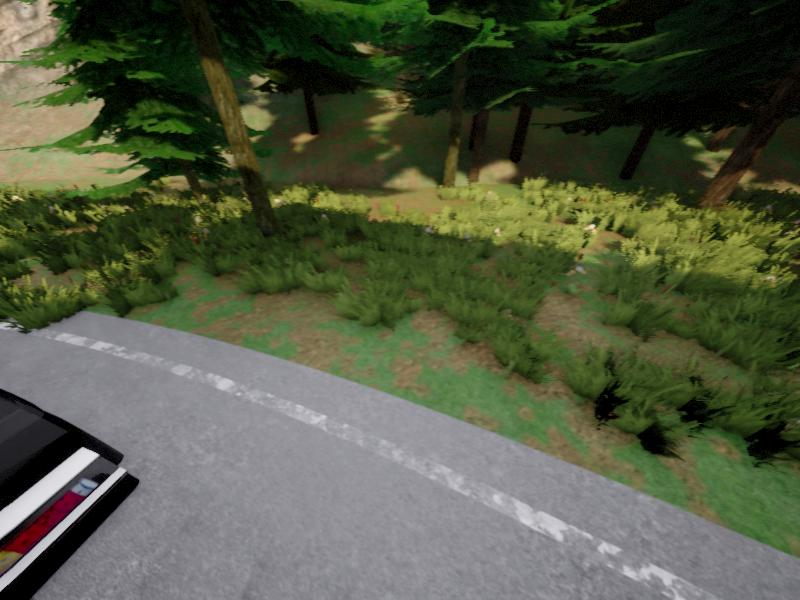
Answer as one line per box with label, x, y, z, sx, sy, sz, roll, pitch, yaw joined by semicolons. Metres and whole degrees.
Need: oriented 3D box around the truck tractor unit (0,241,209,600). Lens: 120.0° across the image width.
truck tractor unit;-5.312;-0.016;0.382;6.516;4.208;3.053;8;36;12
